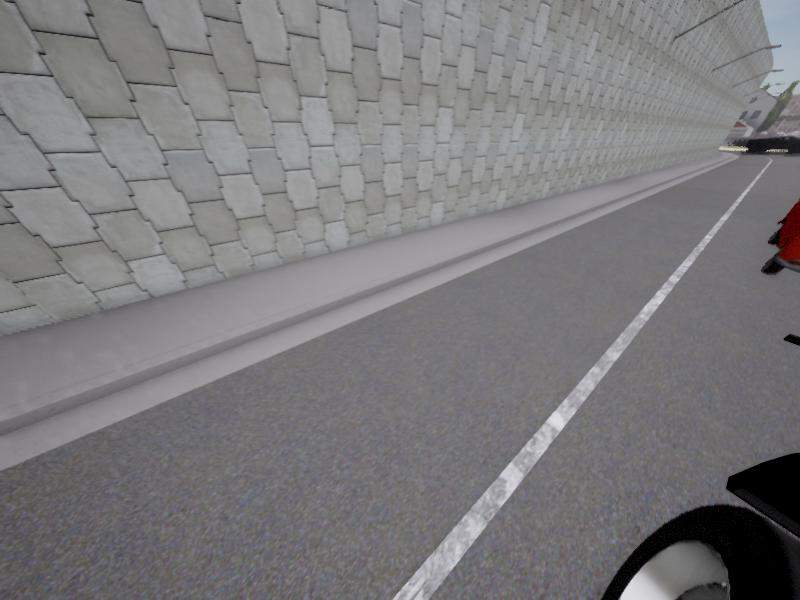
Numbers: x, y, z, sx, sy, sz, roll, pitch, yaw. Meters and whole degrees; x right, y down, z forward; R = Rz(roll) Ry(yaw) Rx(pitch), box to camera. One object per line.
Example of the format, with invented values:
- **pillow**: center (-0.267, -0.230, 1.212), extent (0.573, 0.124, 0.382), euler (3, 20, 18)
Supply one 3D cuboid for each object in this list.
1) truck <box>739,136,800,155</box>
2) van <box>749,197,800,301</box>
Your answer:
- **truck**: center (56.293, -22.953, 34.207), extent (2.390, 2.098, 6.274), euler (-7, 36, -9)
- **van**: center (8.653, -1.392, 4.091), extent (4.442, 1.987, 1.775), euler (-23, 41, -28)
